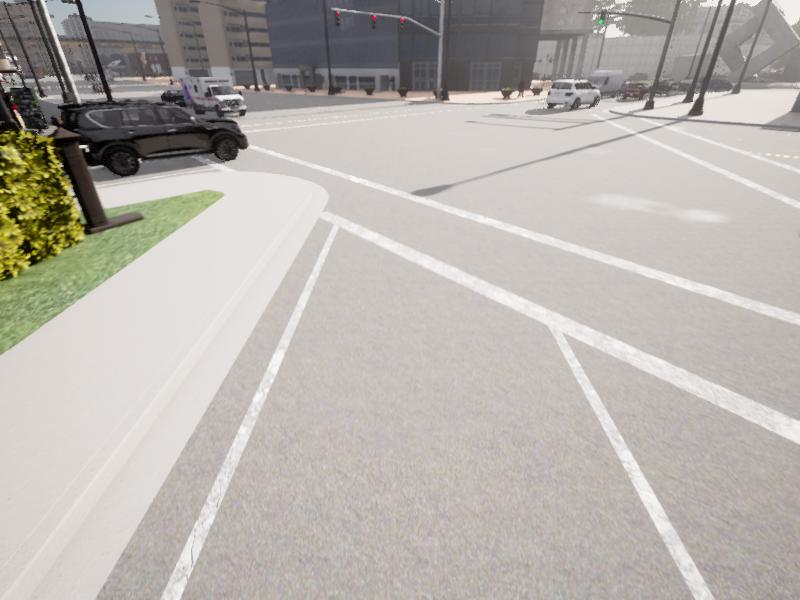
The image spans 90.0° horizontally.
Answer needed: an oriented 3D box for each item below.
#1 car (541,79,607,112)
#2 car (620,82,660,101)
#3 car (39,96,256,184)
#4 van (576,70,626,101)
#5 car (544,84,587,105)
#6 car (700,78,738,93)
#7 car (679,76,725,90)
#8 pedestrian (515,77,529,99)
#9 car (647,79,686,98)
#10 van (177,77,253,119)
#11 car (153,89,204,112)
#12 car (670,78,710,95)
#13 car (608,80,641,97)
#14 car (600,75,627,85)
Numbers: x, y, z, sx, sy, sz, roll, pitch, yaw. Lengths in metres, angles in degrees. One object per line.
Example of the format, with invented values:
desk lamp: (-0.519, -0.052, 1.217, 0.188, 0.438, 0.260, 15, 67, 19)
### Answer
car: (13.867, -16.334, 31.799, 5.566, 2.045, 2.150, -25, 38, -36)
car: (24.161, -20.974, 40.238, 4.193, 1.474, 1.816, -26, 39, -36)
car: (-8.223, -5.671, 13.682, 5.566, 2.045, 2.150, -26, 39, -37)
van: (20.856, -22.266, 41.407, 5.915, 2.561, 1.988, -26, 39, -36)
car: (15.425, -19.198, 37.245, 4.193, 1.474, 1.816, -26, 39, -36)
car: (41.398, -27.879, 51.953, 4.193, 1.474, 1.816, -14, 33, -23)
car: (43.839, -31.657, 58.203, 2.242, 1.667, 4.611, -22, 37, -32)
pedestrian: (11.825, -20.562, 38.864, 0.751, 1.860, 0.751, -26, 39, -36)
car: (29.899, -23.771, 44.825, 5.238, 1.638, 1.930, -25, 39, -36)
van: (-13.546, -14.798, 29.130, 2.351, 2.431, 6.366, -26, 38, -37)
car: (-18.976, -17.162, 34.278, 2.128, 1.511, 4.902, -26, 38, -37)
car: (35.299, -26.054, 48.699, 5.238, 1.638, 1.930, -22, 37, -32)
car: (25.667, -24.193, 45.674, 3.633, 1.501, 1.845, -26, 39, -37)
car: (38.292, -39.575, 72.003, 2.033, 1.411, 5.357, 0, 30, 1)
